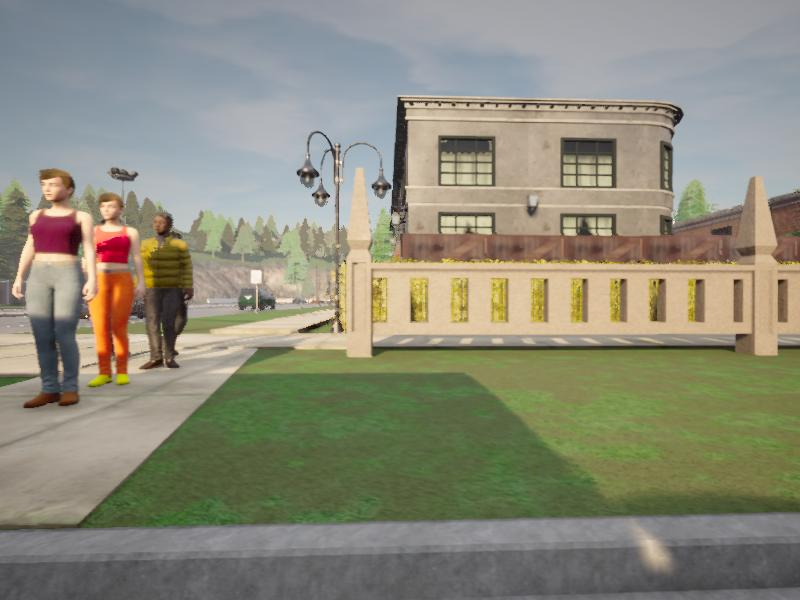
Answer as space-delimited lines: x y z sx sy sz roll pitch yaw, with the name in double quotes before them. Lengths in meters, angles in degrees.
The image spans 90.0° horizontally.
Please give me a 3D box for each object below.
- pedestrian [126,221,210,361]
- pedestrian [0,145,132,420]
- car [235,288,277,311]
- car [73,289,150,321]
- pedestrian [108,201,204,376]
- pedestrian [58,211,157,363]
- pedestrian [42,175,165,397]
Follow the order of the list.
"pedestrian" -3.261 -0.119 5.690 0.751 1.860 0.751 0 0 -1
"pedestrian" -2.666 -0.118 3.108 0.751 1.860 0.751 0 0 -13
"car" -13.240 -0.045 37.240 2.150 2.045 5.566 0 0 -2
"car" -14.404 0.237 20.262 1.970 1.475 3.806 0 0 -16
"pedestrian" -2.807 -0.118 4.688 0.751 1.860 0.751 0 0 -11
"pedestrian" -3.839 -0.163 5.315 0.751 1.860 0.751 0 0 6
"pedestrian" -2.767 -0.118 3.834 0.751 1.860 0.751 0 0 -18
